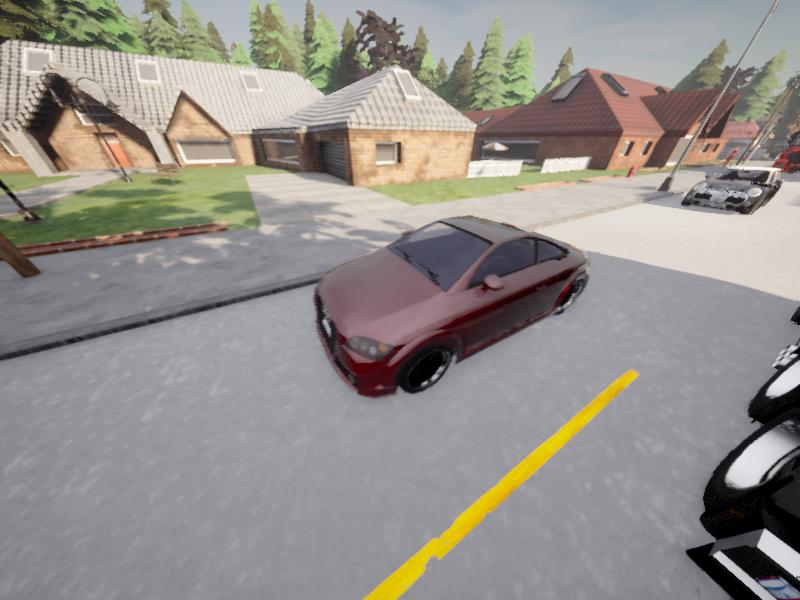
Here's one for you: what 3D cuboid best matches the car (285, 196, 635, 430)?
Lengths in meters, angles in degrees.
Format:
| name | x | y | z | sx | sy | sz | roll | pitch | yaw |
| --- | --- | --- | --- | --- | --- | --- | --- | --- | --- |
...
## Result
| name | x | y | z | sx | sy | sz | roll | pitch | yaw |
| --- | --- | --- | --- | --- | --- | --- | --- | --- | --- |
| car | 0.887 | -0.400 | 3.391 | 4.181 | 1.385 | 1.994 | -18 | 39 | -24 |

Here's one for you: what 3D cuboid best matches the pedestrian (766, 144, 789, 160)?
| name | x | y | z | sx | sy | sz | roll | pitch | yaw |
| --- | --- | --- | --- | --- | --- | --- | --- | --- | --- |
| pedestrian | 53.346 | -20.863 | 32.639 | 0.751 | 1.860 | 0.751 | -16 | 38 | -22 |

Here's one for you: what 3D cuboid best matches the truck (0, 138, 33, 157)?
| name | x | y | z | sx | sy | sz | roll | pitch | yaw |
| --- | --- | --- | --- | --- | --- | --- | --- | --- | --- |
| truck | -56.873 | -21.675 | 32.800 | 2.390 | 2.098 | 6.274 | -18 | 39 | -24 |

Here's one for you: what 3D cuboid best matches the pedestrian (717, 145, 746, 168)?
| name | x | y | z | sx | sy | sz | roll | pitch | yaw |
| --- | --- | --- | --- | --- | --- | --- | --- | --- | --- |
| pedestrian | 32.618 | -14.124 | 22.759 | 0.751 | 1.860 | 0.751 | 28 | 43 | 34 |

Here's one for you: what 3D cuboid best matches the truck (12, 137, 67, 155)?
| name | x | y | z | sx | sy | sz | roll | pitch | yaw |
| --- | --- | --- | --- | --- | --- | --- | --- | --- | --- |
| truck | -61.676 | -26.498 | 39.742 | 2.627 | 2.467 | 5.204 | -18 | 39 | -24 |

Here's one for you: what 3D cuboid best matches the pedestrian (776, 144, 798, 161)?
| name | x | y | z | sx | sy | sz | roll | pitch | yaw |
| --- | --- | --- | --- | --- | --- | --- | --- | --- | --- |
| pedestrian | 53.920 | -20.557 | 32.205 | 0.751 | 1.860 | 0.751 | -24 | 41 | -30 |

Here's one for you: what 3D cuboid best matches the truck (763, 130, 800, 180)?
| name | x | y | z | sx | sy | sz | roll | pitch | yaw |
| --- | --- | --- | --- | --- | --- | --- | --- | --- | --- |
| truck | 33.027 | -11.741 | 17.843 | 8.468 | 3.827 | 2.891 | -18 | 39 | -24 |

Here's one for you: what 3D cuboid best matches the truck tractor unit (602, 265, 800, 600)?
| name | x | y | z | sx | sy | sz | roll | pitch | yaw |
| --- | --- | --- | --- | --- | --- | --- | --- | --- | --- |
| truck tractor unit | 5.113 | -0.298 | 0.783 | 6.516 | 4.208 | 3.053 | -18 | 39 | -24 |

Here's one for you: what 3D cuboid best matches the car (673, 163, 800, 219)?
| name | x | y | z | sx | sy | sz | roll | pitch | yaw |
| --- | --- | --- | --- | --- | --- | --- | --- | --- | --- |
| car | 13.582 | -4.522 | 9.340 | 3.806 | 1.475 | 1.970 | -18 | 39 | -24 |
